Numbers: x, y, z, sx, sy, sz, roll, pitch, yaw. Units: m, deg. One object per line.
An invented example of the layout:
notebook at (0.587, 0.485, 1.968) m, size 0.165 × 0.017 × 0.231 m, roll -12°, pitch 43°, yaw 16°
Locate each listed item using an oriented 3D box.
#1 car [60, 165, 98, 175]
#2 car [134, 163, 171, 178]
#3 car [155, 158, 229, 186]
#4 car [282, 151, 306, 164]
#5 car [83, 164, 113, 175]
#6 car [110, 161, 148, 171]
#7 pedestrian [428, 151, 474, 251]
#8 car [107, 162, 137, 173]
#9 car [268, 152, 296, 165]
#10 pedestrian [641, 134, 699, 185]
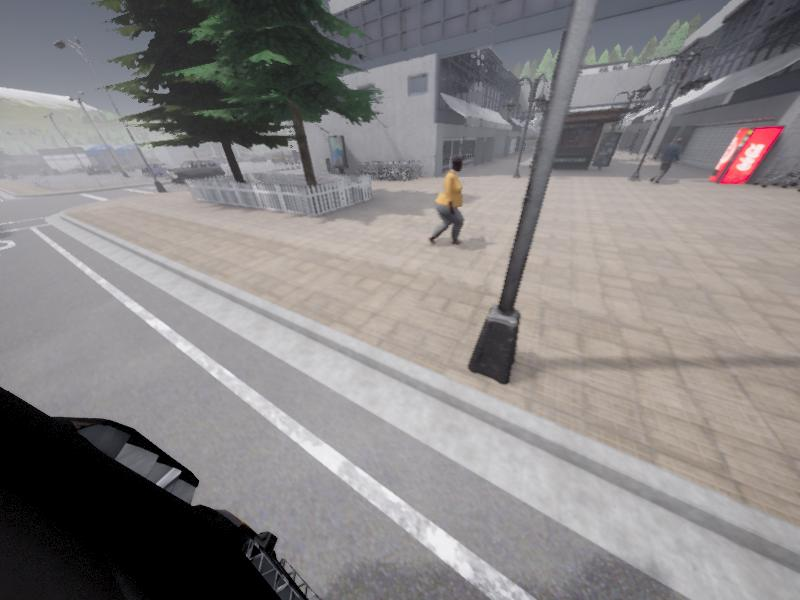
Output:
car at (-67.323, -27.369, 48.541) m, size 1.816 × 1.474 × 4.193 m, roll 17°, pitch 39°, yaw 27°
car at (-31.133, -16.320, 29.095) m, size 3.633 × 1.501 × 1.845 m, roll 17°, pitch 38°, yaw 27°
car at (-19.700, -12.379, 22.208) m, size 1.932 × 1.855 × 4.605 m, roll 17°, pitch 38°, yaw 27°
car at (-20.219, -27.205, 44.073) m, size 3.866 × 1.878 × 1.905 m, roll 17°, pitch 38°, yaw 27°
car at (-53.361, -23.104, 40.828) m, size 4.514 × 1.523 × 2.007 m, roll 17°, pitch 38°, yaw 27°
car at (-63.176, -31.314, 54.008) m, size 1.930 × 1.638 × 5.238 m, roll 17°, pitch 39°, yaw 27°
pedestrian at (1.041, -2.088, 4.981) m, size 0.751 × 1.860 × 0.751 m, roll 3°, pitch 34°, yaw 9°
car at (-51.777, -24.668, 43.039) m, size 5.027 × 1.636 × 2.152 m, roll 17°, pitch 38°, yaw 27°
car at (-21.375, -25.652, 41.867) m, size 4.605 × 1.855 × 1.932 m, roll 17°, pitch 38°, yaw 27°
pedestrian at (12.012, -6.262, 10.365) m, size 0.751 × 1.860 × 0.751 m, roll -10°, pitch 34°, yaw -11°
